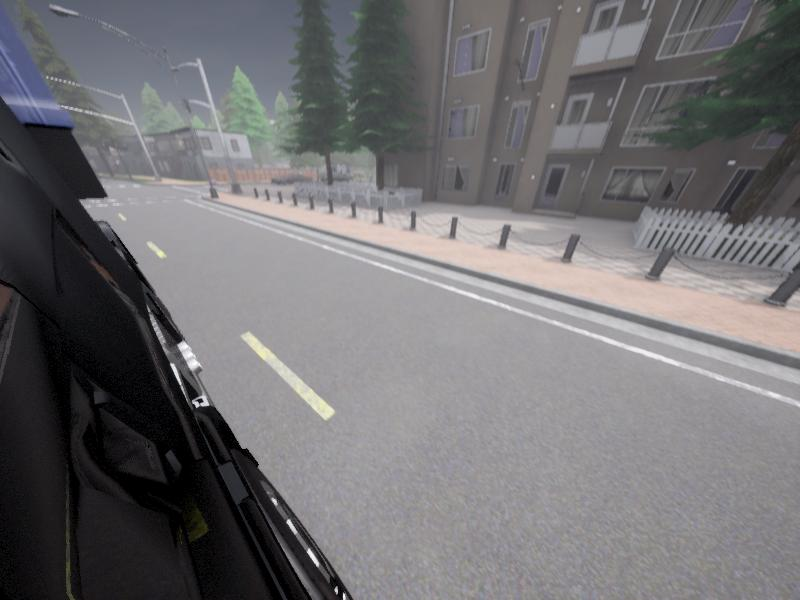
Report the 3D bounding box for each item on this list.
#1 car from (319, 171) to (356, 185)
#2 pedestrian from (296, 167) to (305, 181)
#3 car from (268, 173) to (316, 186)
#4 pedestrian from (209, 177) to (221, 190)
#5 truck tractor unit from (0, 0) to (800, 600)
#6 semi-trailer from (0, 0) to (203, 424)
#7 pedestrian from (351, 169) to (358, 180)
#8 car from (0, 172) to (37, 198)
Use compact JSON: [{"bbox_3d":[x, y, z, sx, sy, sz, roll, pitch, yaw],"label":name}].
[{"bbox_3d":[-9.527,-18.829,35.573,2.152,1.651,5.027,24,36,34],"label":"car"},{"bbox_3d":[-16.001,-20.169,37.026,0.751,1.860,0.751,25,37,35],"label":"pedestrian"},{"bbox_3d":[-14.234,-16.089,30.758,2.033,1.411,5.357,24,36,34],"label":"car"},{"bbox_3d":[-18.256,-11.547,22.818,0.500,1.100,0.500,15,32,22],"label":"pedestrian"},{"bbox_3d":[-2.645,-0.295,0.352,6.516,4.208,3.053,28,44,30],"label":"truck tractor unit"},{"bbox_3d":[-9.117,-2.794,4.424,14.254,4.402,2.717,17,34,30],"label":"semi-trailer"},{"bbox_3d":[-8.738,-24.140,44.363,0.751,1.860,0.751,22,35,31],"label":"pedestrian"},{"bbox_3d":[-26.895,-7.093,14.340,1.994,1.385,4.181,13,31,19],"label":"car"}]
